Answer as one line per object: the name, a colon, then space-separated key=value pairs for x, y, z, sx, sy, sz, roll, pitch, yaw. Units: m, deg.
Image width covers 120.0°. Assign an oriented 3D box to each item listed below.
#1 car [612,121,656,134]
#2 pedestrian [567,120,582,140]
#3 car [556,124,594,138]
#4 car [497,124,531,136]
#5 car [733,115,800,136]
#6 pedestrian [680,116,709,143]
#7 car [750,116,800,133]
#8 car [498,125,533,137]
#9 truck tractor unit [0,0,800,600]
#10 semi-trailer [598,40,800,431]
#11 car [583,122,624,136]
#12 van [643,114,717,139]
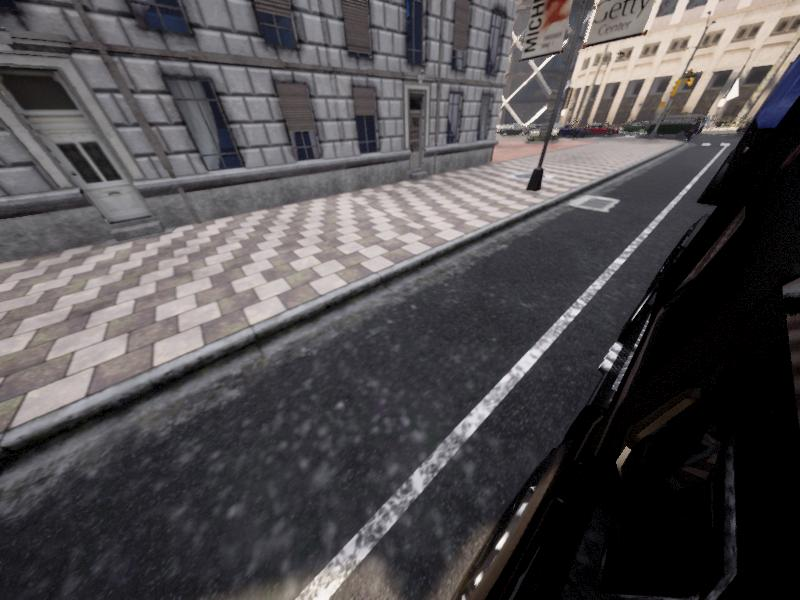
car: x=35.562 y=-26.295 z=35.249 sx=1.994 sy=1.385 sz=4.181 roll=-28 pitch=44 yaw=-30
pedestrian: x=20.619 y=-20.150 z=27.323 sx=0.751 sy=1.860 sz=0.751 roll=9 pitch=38 yaw=15
car: x=24.565 y=-23.871 z=32.594 sx=1.845 sy=1.501 sz=3.633 roll=-30 pitch=45 yaw=-31
car: x=21.081 y=-31.491 z=42.881 sx=5.238 sy=1.638 sz=1.930 roll=22 pitch=43 yaw=29
car: x=38.129 y=-17.985 z=23.812 sx=1.851 sy=1.617 sz=3.988 roll=-28 pitch=44 yaw=-30
pedestrian: x=25.536 y=-14.766 z=20.086 sx=0.751 sy=1.860 sz=0.751 roll=26 pitch=46 yaw=33
car: x=44.644 y=-19.979 z=26.226 sx=2.033 sy=1.411 sz=5.357 roll=-28 pitch=44 yaw=-29
car: x=19.982 y=-29.282 z=40.118 sx=4.902 sy=1.511 sz=2.128 roll=20 pitch=42 yaw=28
truck tractor unit: x=2.645 y=-0.295 z=0.351 sx=6.516 sy=4.208 sz=3.053 roll=-28 pitch=44 yaw=-30
semi-trailer: x=8.697 y=-3.612 z=4.219 sx=14.254 sy=4.402 sz=2.717 roll=-28 pitch=44 yaw=-30
car: x=28.861 y=-24.222 z=32.830 sx=1.970 sy=1.475 sz=3.806 roll=-29 pitch=44 yaw=-31
van: x=30.109 y=-18.822 z=25.131 sx=1.775 sy=1.987 sz=4.442 roll=-13 pitch=38 yaw=-13
